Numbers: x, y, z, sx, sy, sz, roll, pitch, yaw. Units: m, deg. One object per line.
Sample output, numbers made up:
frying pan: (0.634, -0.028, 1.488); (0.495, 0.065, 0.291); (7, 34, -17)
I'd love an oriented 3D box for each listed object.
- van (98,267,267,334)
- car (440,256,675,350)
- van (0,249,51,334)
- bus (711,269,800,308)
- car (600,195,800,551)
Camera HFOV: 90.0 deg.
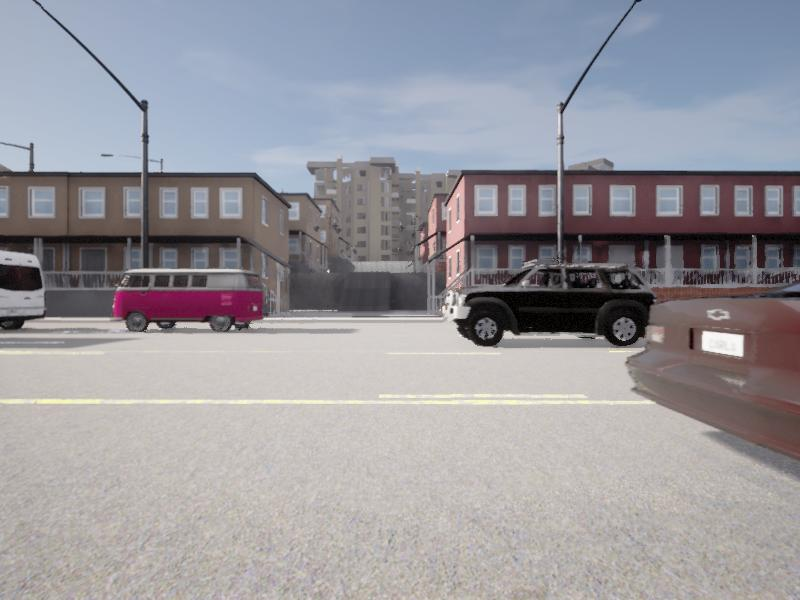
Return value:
van: (-6.776, 0.007, 12.795); (4.442, 1.987, 1.775); (0, 0, 1)
car: (3.320, 0.055, 9.176); (4.605, 1.855, 1.932); (1, 0, 1)
van: (-15.032, -0.261, 12.886); (5.915, 2.561, 1.988); (0, 0, 1)
bus: (44.216, -1.187, 49.235); (3.944, 4.253, 10.273); (0, -2, 1)
car: (4.271, 0.290, 2.161); (5.357, 1.411, 2.033); (0, 0, 1)
